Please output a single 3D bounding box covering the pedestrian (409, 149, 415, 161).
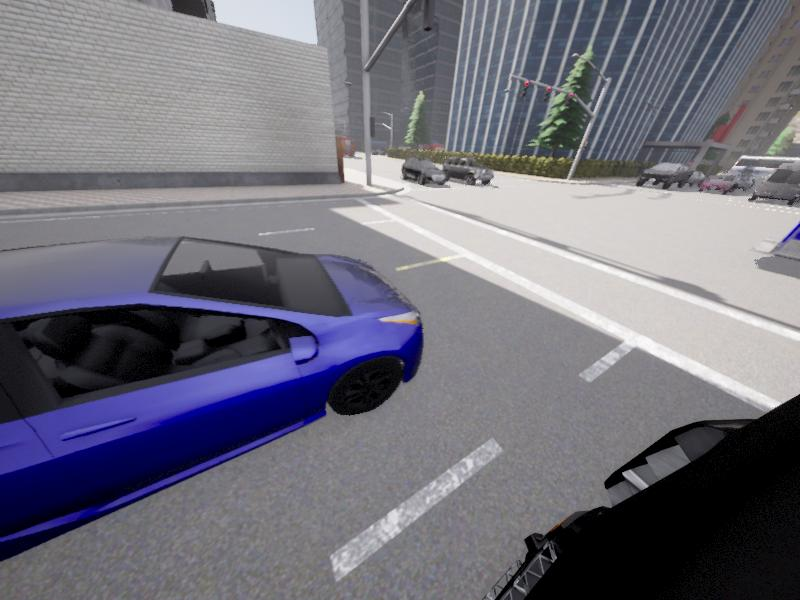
[{"bbox_3d":[2.211,-26.935,42.963,0.751,1.860,0.751,-17,38,-28],"label":"pedestrian"}]

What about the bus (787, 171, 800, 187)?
[{"bbox_3d":[63.873,-19.262,34.470,10.273,4.253,3.944,-16,38,-26],"label":"bus"}]

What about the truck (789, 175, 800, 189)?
[{"bbox_3d":[54.461,-15.822,30.111,5.204,2.467,2.627,-15,38,-26],"label":"truck"}]

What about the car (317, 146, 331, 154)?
[{"bbox_3d":[-20.216,-39.642,61.057,2.033,1.411,5.357,-16,38,-26],"label":"car"}]

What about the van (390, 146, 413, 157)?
[{"bbox_3d":[0.519,-43.356,67.424,6.366,2.431,2.351,-16,38,-26],"label":"van"}]

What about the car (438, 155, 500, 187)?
[{"bbox_3d":[5.378,-10.550,18.764,1.932,1.855,4.605,-16,38,-26],"label":"car"}]

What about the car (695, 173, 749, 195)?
[{"bbox_3d":[29.460,-10.640,21.140,4.193,1.474,1.816,-16,38,-26],"label":"car"}]

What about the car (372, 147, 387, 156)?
[{"bbox_3d":[-5.963,-43.501,67.638,3.866,1.878,1.905,-16,38,-26],"label":"car"}]

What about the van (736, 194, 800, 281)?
[{"bbox_3d":[11.698,-0.680,3.806,2.351,2.431,6.366,-16,38,-26],"label":"van"}]

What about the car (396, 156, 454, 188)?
[{"bbox_3d":[1.686,-9.919,17.735,2.033,1.649,4.856,-13,37,-22],"label":"car"}]

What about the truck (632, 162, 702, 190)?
[{"bbox_3d":[26.175,-12.205,22.671,6.274,2.098,2.390,-16,38,-26],"label":"truck"}]

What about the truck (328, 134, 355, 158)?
[{"bbox_3d":[-12.597,-33.134,49.655,2.891,3.827,8.468,-16,38,-26],"label":"truck"}]

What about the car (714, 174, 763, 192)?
[{"bbox_3d":[35.515,-12.297,24.237,4.181,1.385,1.994,-16,38,-27],"label":"car"}]

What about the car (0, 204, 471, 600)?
[{"bbox_3d":[-1.951,0.356,1.903,4.514,1.525,2.007,-16,38,-26],"label":"car"}]

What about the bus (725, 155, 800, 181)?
[{"bbox_3d":[84.641,-30.428,53.139,3.944,4.253,10.273,-16,38,-26],"label":"bus"}]

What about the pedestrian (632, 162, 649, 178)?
[{"bbox_3d":[32.502,-17.586,31.216,0.751,1.860,0.751,-15,38,-26],"label":"pedestrian"}]

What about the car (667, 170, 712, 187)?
[{"bbox_3d":[32.968,-13.837,26.287,4.674,1.442,1.812,-16,38,-26],"label":"car"}]

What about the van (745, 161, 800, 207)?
[{"bbox_3d":[28.984,-8.691,17.190,5.915,2.561,1.988,-15,38,-26],"label":"van"}]

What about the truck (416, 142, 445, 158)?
[{"bbox_3d":[9.572,-46.516,71.688,8.468,3.827,2.891,-16,38,-26],"label":"truck"}]

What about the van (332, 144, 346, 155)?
[{"bbox_3d":[-15.940,-39.525,60.663,2.069,2.038,4.480,-16,38,-26],"label":"van"}]
